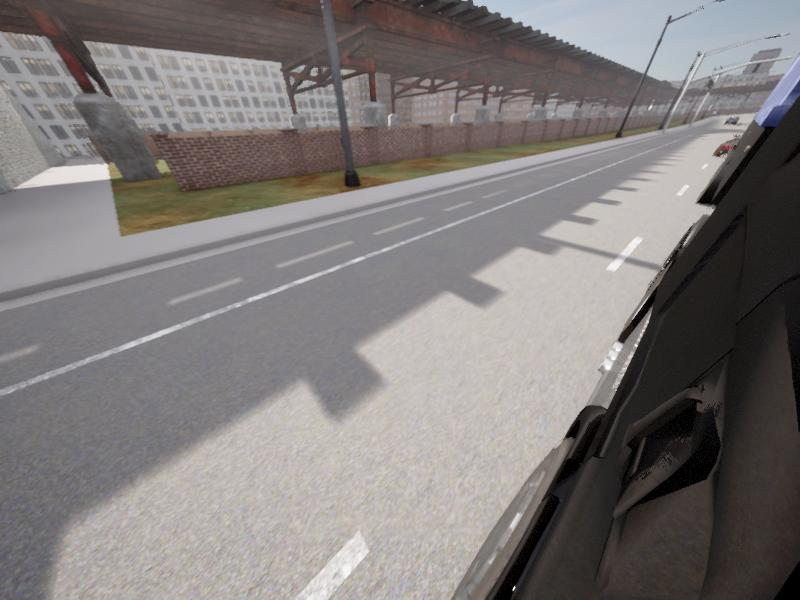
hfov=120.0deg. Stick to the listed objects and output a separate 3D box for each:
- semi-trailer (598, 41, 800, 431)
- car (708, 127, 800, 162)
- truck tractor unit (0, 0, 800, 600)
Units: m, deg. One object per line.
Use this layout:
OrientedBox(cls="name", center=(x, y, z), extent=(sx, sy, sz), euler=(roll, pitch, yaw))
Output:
OrientedBox(cls="semi-trailer", center=(8.701, -3.591, 4.243), extent=(14.254, 4.402, 2.717), euler=(-28, 44, -30))
OrientedBox(cls="car", center=(20.923, -9.237, 13.632), extent=(4.181, 1.385, 1.994), euler=(-20, 40, -22))
OrientedBox(cls="truck tractor unit", center=(2.645, -0.295, 0.352), extent=(6.516, 4.208, 3.053), euler=(-28, 44, -30))
